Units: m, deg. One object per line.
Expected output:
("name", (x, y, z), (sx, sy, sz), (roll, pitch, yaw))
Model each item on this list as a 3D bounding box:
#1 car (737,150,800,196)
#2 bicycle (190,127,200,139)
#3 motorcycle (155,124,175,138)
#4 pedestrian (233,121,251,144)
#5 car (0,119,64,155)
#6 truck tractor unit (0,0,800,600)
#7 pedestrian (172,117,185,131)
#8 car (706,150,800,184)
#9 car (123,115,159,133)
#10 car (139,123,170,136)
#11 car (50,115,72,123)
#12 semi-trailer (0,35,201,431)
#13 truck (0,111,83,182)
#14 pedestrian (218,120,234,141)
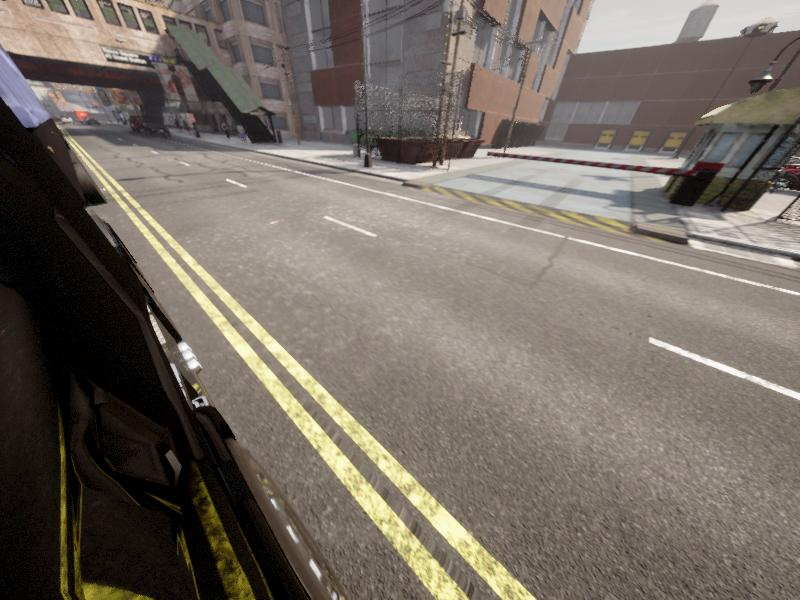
("car", (21.716, -6.363, 11.801), (4.553, 1.767, 2.185), (28, 44, 30))
("bicycle", (-25.180, -20.533, 28.363), (1.643, 1.024, 0.373), (28, 34, 30))
("motorcycle", (-30.037, -21.651, 29.579), (0.764, 1.277, 2.356), (-11, 39, -17))
("pedestrian", (-15.931, -16.834, 23.277), (0.751, 1.860, 0.751), (28, 44, 30))
("car", (-24.596, -10.925, 15.342), (5.238, 1.638, 1.930), (28, 44, 30))
("truck tractor unit", (-2.645, -0.295, 0.351), (6.516, 4.208, 3.053), (28, 44, 30))
("pedestrian", (-38.232, -30.239, 39.791), (0.751, 1.860, 0.751), (22, 41, 24))
("car", (26.535, -9.643, 16.680), (5.008, 1.535, 2.097), (28, 44, 30))
("car", (-40.706, -27.636, 36.314), (5.566, 2.045, 2.435), (28, 44, 30))
("car", (-35.026, -24.346, 32.885), (4.718, 1.301, 1.895), (28, 44, 30))
("car", (-85.445, -45.669, 58.240), (4.718, 1.301, 1.895), (20, 40, 21))
("semi-trailer", (-8.657, -3.630, 4.271), (14.254, 4.402, 2.717), (29, 44, 30))
("truck", (-16.747, -6.932, 10.116), (6.274, 2.098, 2.390), (28, 44, 30))
("pedestrian", (-19.407, -18.873, 25.783), (0.751, 1.860, 0.751), (32, 46, 33))
